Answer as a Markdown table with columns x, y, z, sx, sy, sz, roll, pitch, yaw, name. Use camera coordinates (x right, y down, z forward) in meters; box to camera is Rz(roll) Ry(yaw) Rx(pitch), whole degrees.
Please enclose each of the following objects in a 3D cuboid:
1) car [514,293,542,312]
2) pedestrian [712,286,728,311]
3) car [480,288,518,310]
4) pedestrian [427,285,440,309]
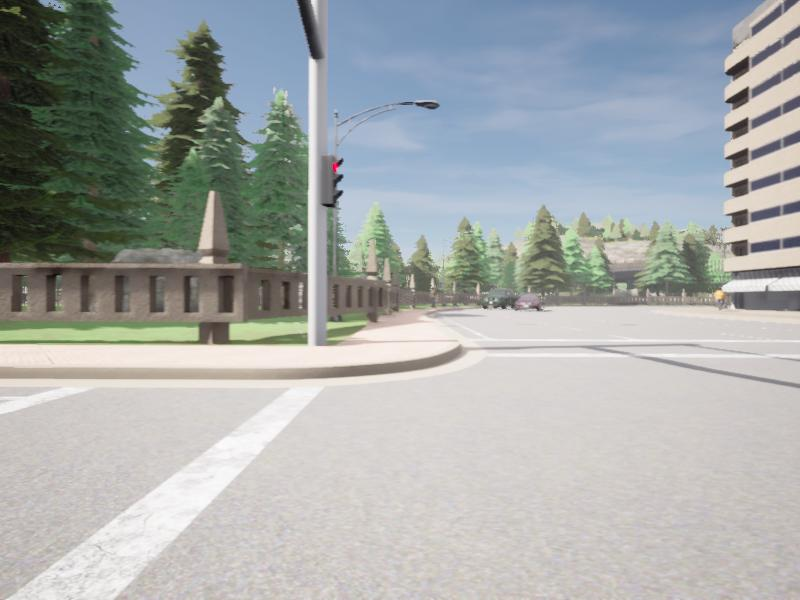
| x | y | z | sx | sy | sz | roll | pitch | yaw | name |
| --- | --- | --- | --- | --- | --- | --- | --- | --- | --- |
| 10.553 | 0.209 | 32.796 | 1.812 | 1.442 | 4.674 | 0 | 0 | 23 | car |
| 24.291 | -0.099 | 30.369 | 0.751 | 1.860 | 0.751 | 0 | 0 | 26 | pedestrian |
| 9.810 | -0.116 | 39.419 | 2.150 | 2.045 | 5.566 | 0 | 1 | 31 | car |
| 2.623 | -0.213 | 31.160 | 0.751 | 1.860 | 0.751 | 0 | 0 | 28 | pedestrian |
